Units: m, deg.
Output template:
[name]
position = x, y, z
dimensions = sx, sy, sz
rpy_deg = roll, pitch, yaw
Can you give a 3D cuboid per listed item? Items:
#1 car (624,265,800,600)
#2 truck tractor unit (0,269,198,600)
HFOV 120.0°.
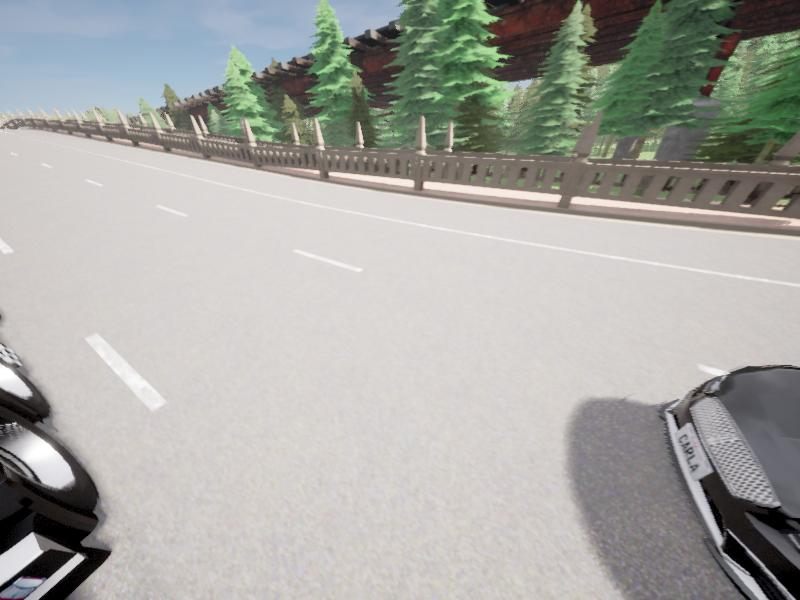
[car]
position = 4.234, 1.525, 0.514
dimensions = 4.902, 1.511, 2.128
rpy_deg = 17, 38, 24
[truck tractor unit]
position = -5.106, -0.310, 0.738
dimensions = 6.516, 4.208, 3.053
rpy_deg = 19, 39, 23
